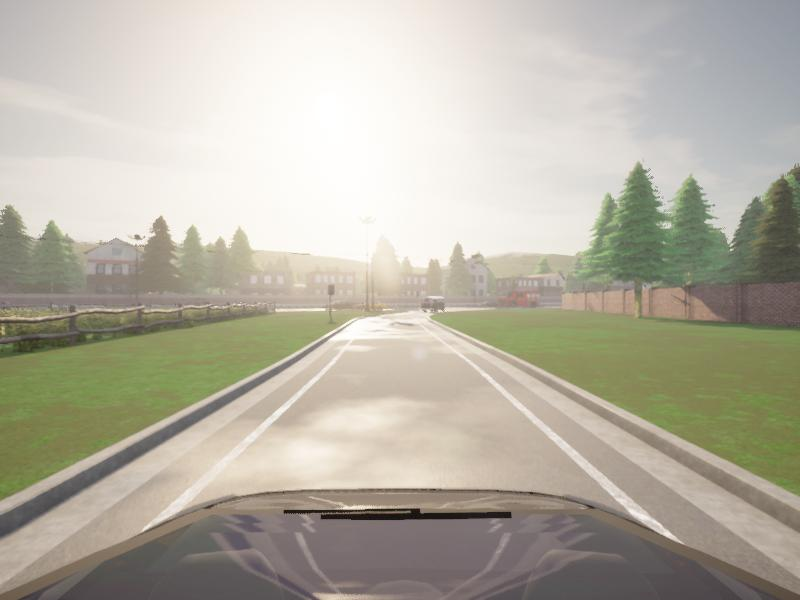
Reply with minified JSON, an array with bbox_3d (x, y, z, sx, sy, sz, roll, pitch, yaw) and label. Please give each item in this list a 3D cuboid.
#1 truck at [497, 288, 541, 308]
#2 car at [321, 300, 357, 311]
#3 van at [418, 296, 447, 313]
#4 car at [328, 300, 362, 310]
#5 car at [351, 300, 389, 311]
[{"bbox_3d":[23.769,-0.326,79.838,8.468,3.827,2.891,0,0,-25],"label":"truck"},{"bbox_3d":[-9.243,0.823,60.712,5.008,1.535,1.882,0,0,-25],"label":"car"},{"bbox_3d":[4.150,0.570,49.953,2.069,2.038,4.480,0,0,26],"label":"van"},{"bbox_3d":[-8.892,0.823,64.731,5.008,1.535,1.882,0,0,-25],"label":"car"},{"bbox_3d":[-4.453,0.801,59.071,5.366,1.575,1.801,0,0,-25],"label":"car"}]
